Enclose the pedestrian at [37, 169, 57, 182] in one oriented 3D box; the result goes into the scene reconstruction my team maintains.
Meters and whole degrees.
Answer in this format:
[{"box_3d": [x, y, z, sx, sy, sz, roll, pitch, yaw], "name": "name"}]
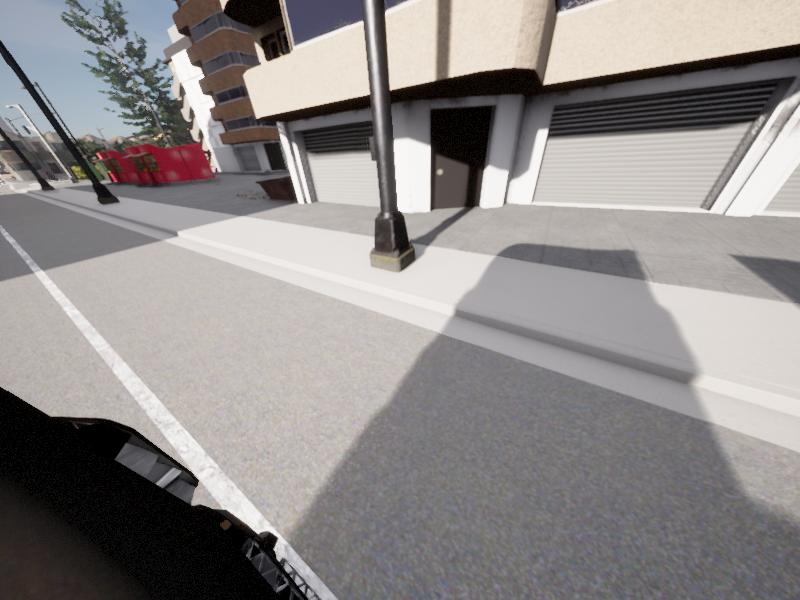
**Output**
[{"box_3d": [-57.879, -20.438, 37.934, 0.751, 1.860, 0.751, 0, 33, 6], "name": "pedestrian"}]
